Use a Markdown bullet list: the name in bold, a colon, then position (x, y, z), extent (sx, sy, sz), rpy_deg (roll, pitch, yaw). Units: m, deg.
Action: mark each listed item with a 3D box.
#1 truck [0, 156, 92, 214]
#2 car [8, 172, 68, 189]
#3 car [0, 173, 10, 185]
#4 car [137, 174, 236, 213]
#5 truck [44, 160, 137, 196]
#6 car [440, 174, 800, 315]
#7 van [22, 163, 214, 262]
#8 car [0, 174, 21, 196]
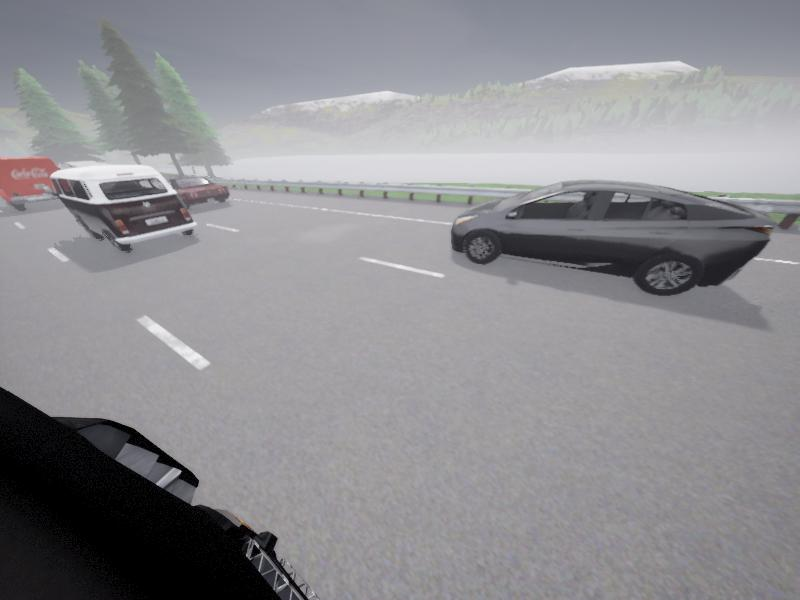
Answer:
- **truck**: position (-21.525, -6.826, 13.366), extent (5.204, 2.467, 2.627), rpy_deg (16, 38, 24)
- **car**: position (-36.304, -12.030, 23.173), extent (4.718, 1.301, 1.895), rpy_deg (12, 36, 20)
- **car**: position (-49.938, -14.629, 27.439), extent (4.605, 1.855, 1.932), rpy_deg (8, 35, 16)
- **car**: position (-10.953, -5.581, 11.842), extent (4.718, 1.301, 1.895), rpy_deg (16, 38, 26)
- **truck**: position (-23.934, -9.526, 17.883), extent (6.274, 2.098, 2.390), rpy_deg (15, 37, 24)
- **car**: position (3.345, -1.492, 4.566), extent (4.514, 1.525, 2.007), rpy_deg (16, 38, 26)
- **van**: position (-8.365, -2.881, 6.958), extent (4.480, 2.038, 2.069), rpy_deg (17, 38, 26)
- **car**: position (-34.404, -9.580, 19.215), extent (4.193, 1.474, 1.816), rpy_deg (13, 37, 22)
